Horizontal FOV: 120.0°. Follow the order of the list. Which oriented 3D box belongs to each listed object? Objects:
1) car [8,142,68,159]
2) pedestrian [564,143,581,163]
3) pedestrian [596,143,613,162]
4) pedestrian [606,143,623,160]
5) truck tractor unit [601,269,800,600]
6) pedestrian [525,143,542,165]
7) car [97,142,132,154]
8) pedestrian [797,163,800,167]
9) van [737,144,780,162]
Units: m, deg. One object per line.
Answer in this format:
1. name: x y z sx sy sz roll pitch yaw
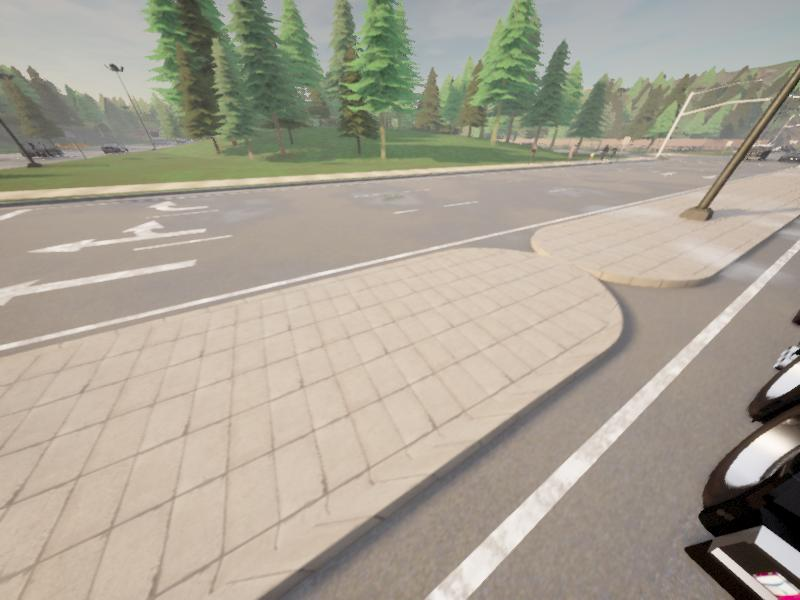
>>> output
1. car: -45.902 -19.135 29.529 2.033 1.649 4.856 -17 38 -23
2. pedestrian: 19.976 -17.033 26.758 0.751 1.860 0.751 -18 39 -25
3. pedestrian: 24.960 -17.981 28.179 0.751 1.860 0.751 -22 41 -29
4. pedestrian: 28.304 -19.557 30.482 0.751 1.860 0.751 -13 37 -19
5. truck tractor unit: 5.123 -0.285 0.777 6.516 4.208 3.053 -18 39 -24
6. pedestrian: 13.941 -15.237 24.106 0.751 1.860 0.751 -17 38 -23
7. car: -48.227 -25.764 39.109 2.038 1.542 4.974 -17 38 -23
8. pedestrian: 43.290 -15.072 24.237 0.751 1.860 0.751 -16 38 -23
9. van: 52.503 -21.581 33.845 4.480 2.038 2.069 -17 38 -23
